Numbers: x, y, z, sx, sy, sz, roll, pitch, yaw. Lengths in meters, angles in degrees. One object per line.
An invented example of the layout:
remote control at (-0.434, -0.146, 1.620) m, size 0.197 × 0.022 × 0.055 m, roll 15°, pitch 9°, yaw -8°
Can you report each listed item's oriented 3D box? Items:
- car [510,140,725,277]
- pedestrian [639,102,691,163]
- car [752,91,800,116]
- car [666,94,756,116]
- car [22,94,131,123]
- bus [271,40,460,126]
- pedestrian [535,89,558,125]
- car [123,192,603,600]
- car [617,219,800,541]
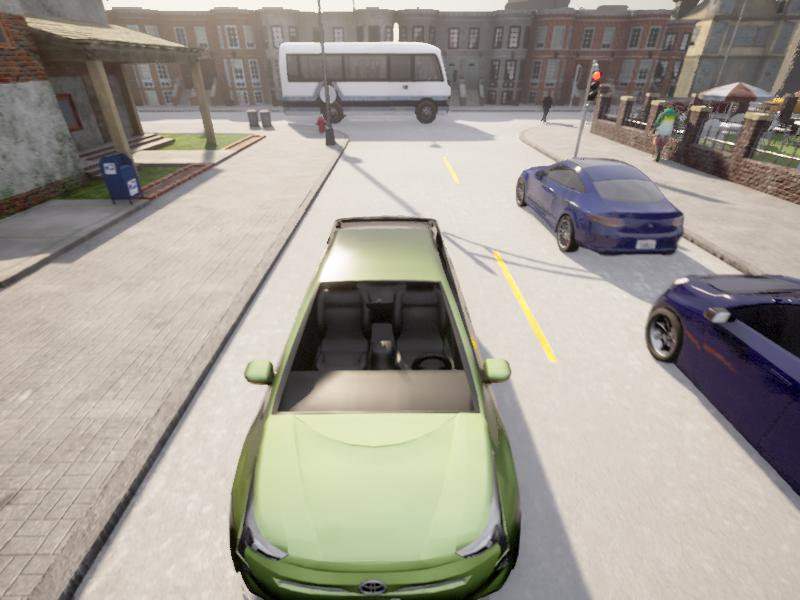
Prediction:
car at (3.917, -2.204, 8.373) m, size 1.812 × 1.442 × 4.674 m, roll -1°, pitch 30°, yaw -1°
pedestrian at (9.082, -5.754, 13.778) m, size 0.751 × 1.860 × 0.751 m, roll 0°, pitch 30°, yaw 0°
car at (29.007, -14.208, 28.883) m, size 5.008 × 1.535 × 1.882 m, roll 0°, pitch 30°, yaw 0°
car at (22.296, -14.061, 28.861) m, size 4.718 × 1.301 × 1.895 m, roll 0°, pitch 30°, yaw 0°
car at (-20.067, -11.957, 24.993) m, size 4.892 × 1.490 × 1.837 m, roll 0°, pitch 30°, yaw -1°
bus at (-1.902, -13.285, 24.565) m, size 10.273 × 4.253 × 3.944 m, roll 0°, pitch 30°, yaw 0°
pedestrian at (8.697, -11.459, 23.773) m, size 0.751 × 1.860 × 0.751 m, roll -1°, pitch 30°, yaw -1°
car at (-0.175, 0.292, 4.007) m, size 2.007 × 1.525 × 4.514 m, roll 0°, pitch 30°, yaw -1°
car at (3.859, 0.636, 3.423) m, size 1.845 × 1.501 × 3.633 m, roll 0°, pitch 30°, yaw -1°
